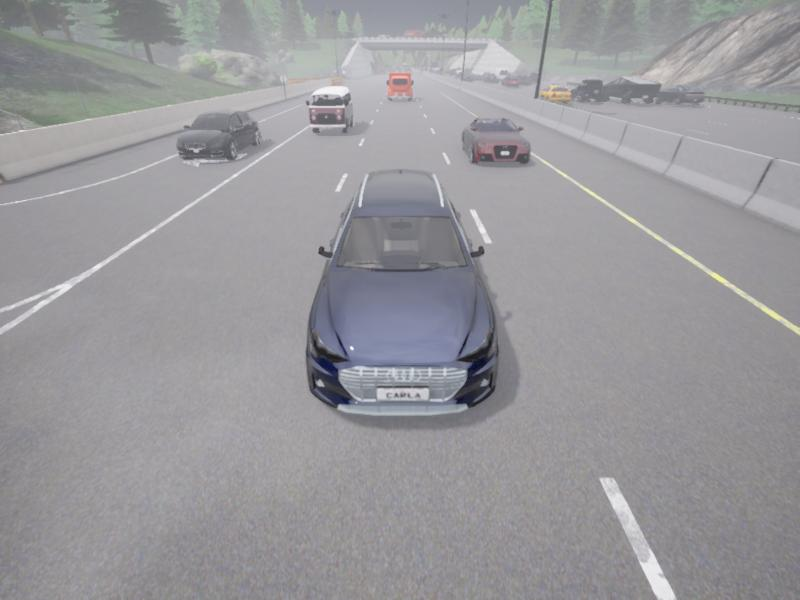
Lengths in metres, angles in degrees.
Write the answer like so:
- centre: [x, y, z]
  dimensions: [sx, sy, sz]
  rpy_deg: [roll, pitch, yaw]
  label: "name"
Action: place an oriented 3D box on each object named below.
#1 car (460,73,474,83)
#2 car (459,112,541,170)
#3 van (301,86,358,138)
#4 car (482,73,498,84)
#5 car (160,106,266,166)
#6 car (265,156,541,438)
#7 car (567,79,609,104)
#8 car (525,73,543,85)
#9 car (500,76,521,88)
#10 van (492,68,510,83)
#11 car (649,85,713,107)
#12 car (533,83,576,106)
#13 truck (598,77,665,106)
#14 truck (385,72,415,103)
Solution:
- centre: [14.014, -46.471, 83.705]
  dimensions: [2.038, 1.542, 4.974]
  rpy_deg: [0, 30, 0]
  label: "car"
- centre: [3.503, -6.058, 14.961]
  dimensions: [1.994, 1.385, 4.181]
  rpy_deg: [0, 30, 0]
  label: "car"
- centre: [-3.490, -9.870, 20.800]
  dimensions: [2.069, 2.038, 4.480]
  rpy_deg: [0, 30, 0]
  label: "van"
- centre: [17.512, -43.287, 78.055]
  dimensions: [2.097, 1.767, 4.553]
  rpy_deg: [0, 30, 0]
  label: "car"
- centre: [-6.997, -6.565, 15.702]
  dimensions: [1.837, 1.490, 4.892]
  rpy_deg: [0, 30, 0]
  label: "car"
- centre: [0.015, -0.635, 5.454]
  dimensions: [2.033, 1.649, 4.856]
  rpy_deg: [0, 30, 0]
  label: "car"
- centre: [17.508, -19.536, 37.438]
  dimensions: [1.905, 1.878, 3.866]
  rpy_deg: [0, 30, 0]
  label: "car"
- centre: [24.513, -40.524, 73.242]
  dimensions: [1.905, 1.878, 3.866]
  rpy_deg: [0, 30, 0]
  label: "car"
- centre: [17.511, -34.534, 63.385]
  dimensions: [2.007, 1.525, 4.514]
  rpy_deg: [0, 30, 0]
  label: "car"
- centre: [21.017, -46.931, 83.492]
  dimensions: [1.988, 2.561, 5.915]
  rpy_deg: [0, 30, 0]
  label: "van"
- centre: [24.507, -17.976, 35.153]
  dimensions: [2.128, 1.511, 4.902]
  rpy_deg: [0, 30, 0]
  label: "car"
- centre: [14.006, -18.839, 36.555]
  dimensions: [1.801, 1.575, 5.366]
  rpy_deg: [0, 30, 0]
  label: "car"
- centre: [21.007, -19.234, 36.717]
  dimensions: [2.390, 2.098, 6.274]
  rpy_deg: [0, 30, 0]
  label: "truck"
- centre: [0.009, -20.707, 38.862]
  dimensions: [2.627, 2.467, 5.204]
  rpy_deg: [0, 30, 0]
  label: "truck"
